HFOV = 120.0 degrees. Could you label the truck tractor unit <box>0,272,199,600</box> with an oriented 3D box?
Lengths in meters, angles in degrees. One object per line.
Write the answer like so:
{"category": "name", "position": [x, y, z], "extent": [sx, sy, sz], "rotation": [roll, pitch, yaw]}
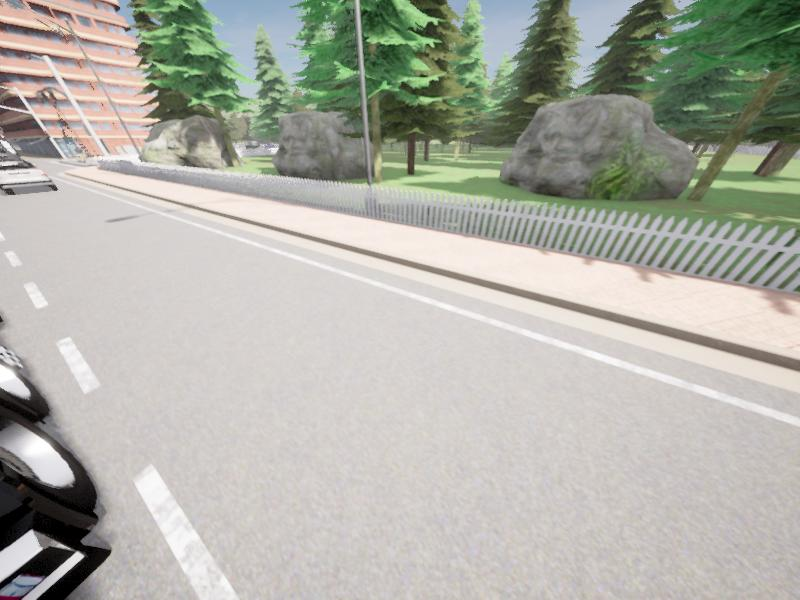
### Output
{"category": "truck tractor unit", "position": [-5.126, -0.286, 0.756], "extent": [6.516, 4.208, 3.053], "rotation": [18, 39, 23]}

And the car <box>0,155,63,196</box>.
{"category": "car", "position": [-21.278, -7.004, 12.828], "extent": [3.988, 1.617, 1.851], "rotation": [19, 39, 26]}

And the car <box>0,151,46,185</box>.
{"category": "car", "position": [-27.356, -9.150, 15.904], "extent": [4.611, 1.667, 2.242], "rotation": [19, 39, 26]}

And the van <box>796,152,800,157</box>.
{"category": "van", "position": [55.567, -19.737, 29.623], "extent": [1.988, 2.561, 5.915], "rotation": [20, 40, 27]}
